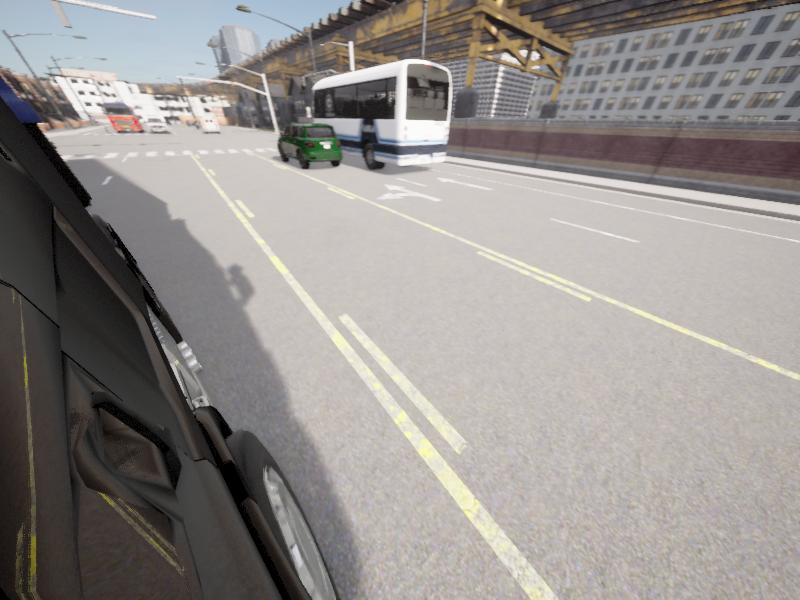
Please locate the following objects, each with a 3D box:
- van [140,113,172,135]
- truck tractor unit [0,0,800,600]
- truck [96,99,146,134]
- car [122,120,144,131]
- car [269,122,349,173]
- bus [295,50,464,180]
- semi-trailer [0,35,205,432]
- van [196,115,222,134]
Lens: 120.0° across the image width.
[{"bbox_3d":[-36.499,-26.415,34.675,2.351,2.431,6.366,-25,45,-31],"label":"van"},{"bbox_3d":[-2.645,-0.295,0.352,6.516,4.208,3.053,28,44,30],"label":"truck tractor unit"},{"bbox_3d":[-42.078,-27.866,35.215,2.891,3.827,8.468,-25,45,-31],"label":"truck"},{"bbox_3d":[-48.143,-31.589,41.765,1.837,1.490,4.892,-26,45,-31],"label":"car"},{"bbox_3d":[-5.442,-9.122,13.569,2.150,2.045,5.566,-25,45,-31],"label":"car"},{"bbox_3d":[-1.936,-10.587,13.795,3.944,4.253,10.273,-25,45,-31],"label":"bus"},{"bbox_3d":[-8.864,-3.460,4.097,14.254,4.402,2.717,26,44,28],"label":"semi-trailer"},{"bbox_3d":[-33.297,-30.604,40.257,2.351,2.431,6.366,-24,44,-29],"label":"van"}]
